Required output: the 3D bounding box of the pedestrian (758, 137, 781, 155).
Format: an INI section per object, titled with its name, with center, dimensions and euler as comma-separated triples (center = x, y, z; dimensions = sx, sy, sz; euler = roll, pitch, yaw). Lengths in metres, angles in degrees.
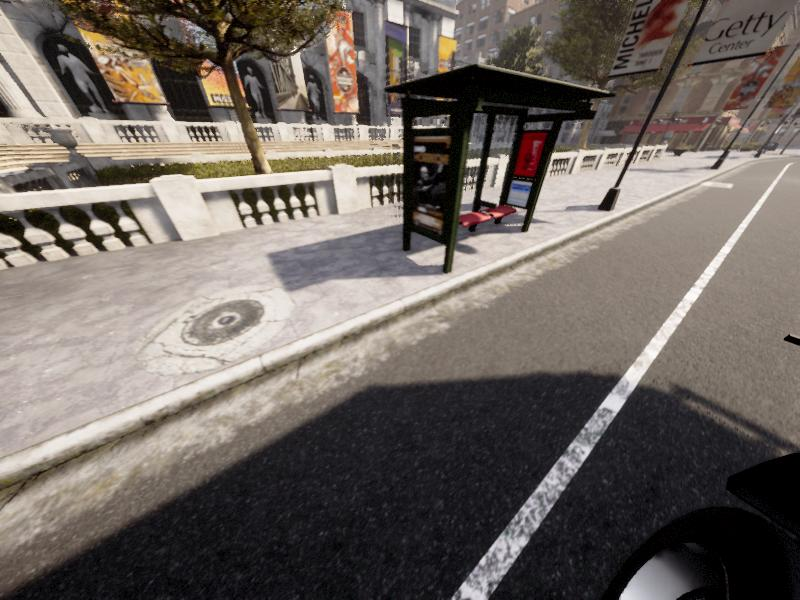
[pedestrian]
center = 47.780, -19.940, 29.873
dimensions = 0.751, 1.860, 0.751
euler = -23, 41, -28
